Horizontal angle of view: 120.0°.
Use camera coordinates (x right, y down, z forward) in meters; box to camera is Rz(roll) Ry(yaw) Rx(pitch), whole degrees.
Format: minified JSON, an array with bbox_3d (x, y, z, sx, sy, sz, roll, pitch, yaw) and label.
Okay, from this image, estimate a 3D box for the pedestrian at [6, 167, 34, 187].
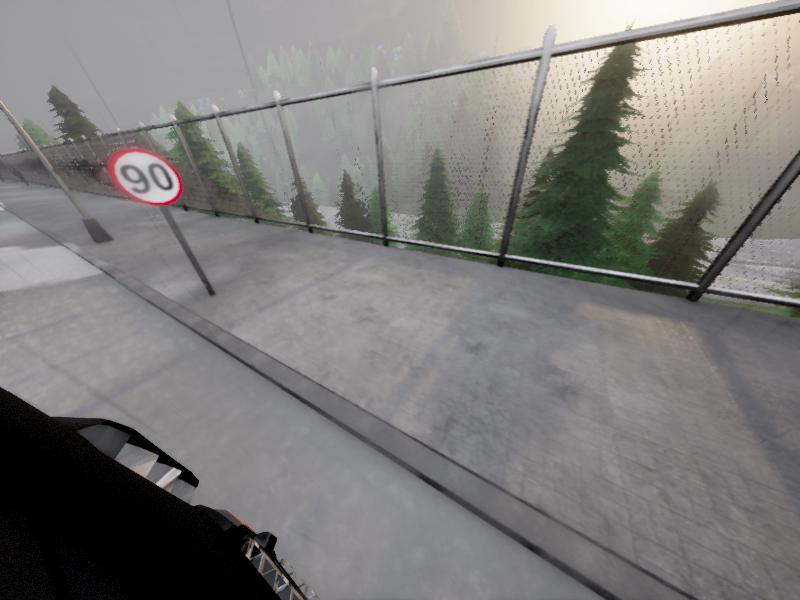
[{"bbox_3d":[-41.703,-13.547,25.368,0.751,1.860,0.751,18,39,28],"label":"pedestrian"}]
